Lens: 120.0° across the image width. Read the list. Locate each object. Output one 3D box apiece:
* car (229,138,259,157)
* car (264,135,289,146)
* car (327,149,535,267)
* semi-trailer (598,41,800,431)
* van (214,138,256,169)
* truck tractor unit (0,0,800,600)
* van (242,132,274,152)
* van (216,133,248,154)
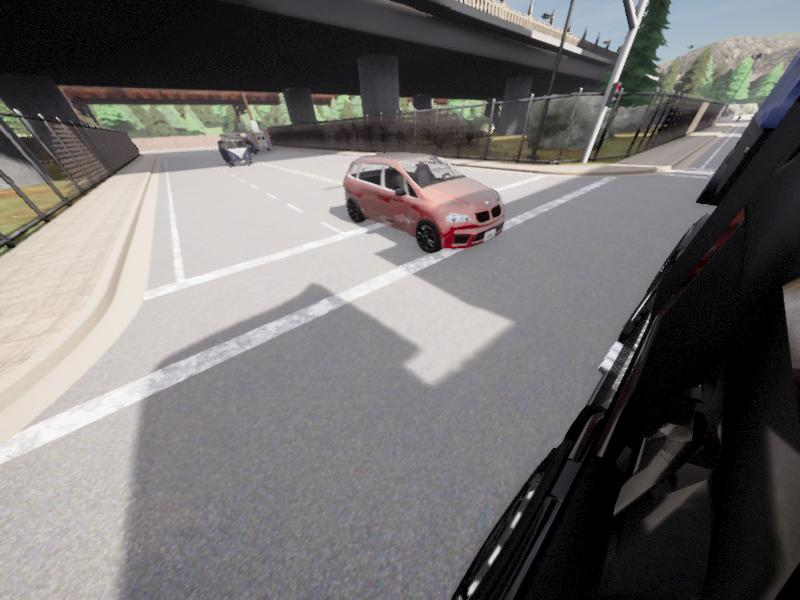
[{"bbox_3d":[-20.825,-20.438,30.814,1.932,1.855,4.605,-28,44,-30],"label":"car"},{"bbox_3d":[-28.840,-37.314,53.972,4.553,1.767,2.097,-28,43,-30],"label":"car"},{"bbox_3d":[0.368,-2.752,5.948,2.242,1.667,4.611,-29,43,-30],"label":"car"},{"bbox_3d":[8.685,-3.619,4.234,14.254,4.402,2.717,-28,44,-30],"label":"semi-trailer"},{"bbox_3d":[-14.615,-13.024,20.408,1.775,1.987,4.442,-28,44,-30],"label":"van"},{"bbox_3d":[2.645,-0.295,0.351,6.516,4.208,3.053,-28,44,-30],"label":"truck tractor unit"},{"bbox_3d":[-22.700,-25.170,36.803,2.351,2.431,6.366,-28,44,-30],"label":"van"},{"bbox_3d":[-26.041,-24.186,35.705,2.351,2.431,6.366,-28,44,-30],"label":"van"}]
